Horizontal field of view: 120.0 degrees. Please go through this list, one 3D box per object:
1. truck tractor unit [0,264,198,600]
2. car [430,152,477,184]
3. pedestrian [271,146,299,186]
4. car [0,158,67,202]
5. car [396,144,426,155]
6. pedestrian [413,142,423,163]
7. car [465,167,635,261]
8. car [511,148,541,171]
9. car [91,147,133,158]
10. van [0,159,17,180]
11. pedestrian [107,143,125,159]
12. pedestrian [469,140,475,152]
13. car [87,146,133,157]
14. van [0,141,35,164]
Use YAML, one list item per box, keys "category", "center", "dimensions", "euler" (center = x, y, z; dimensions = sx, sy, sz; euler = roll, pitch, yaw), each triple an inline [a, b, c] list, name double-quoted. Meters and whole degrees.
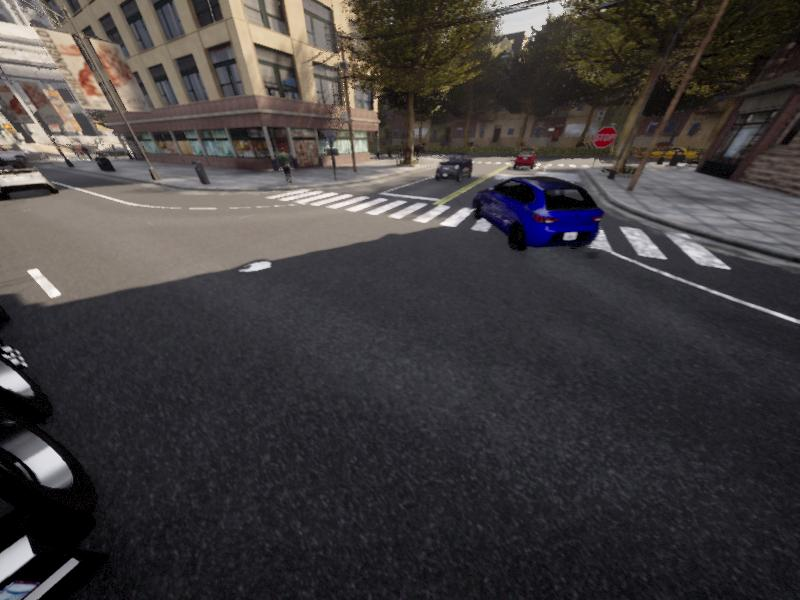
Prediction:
- category: "truck tractor unit"
  center: [-5.118, -0.292, 0.782]
  dimensions: [6.516, 4.208, 3.053]
  euler: [18, 39, 24]
- category: "car"
  center: [3.657, -8.979, 15.543]
  dimensions: [1.845, 1.501, 3.633]
  euler: [17, 38, 23]
- category: "pedestrian"
  center: [-6.337, -7.402, 12.773]
  dimensions: [0.751, 1.860, 0.751]
  euler: [-24, 41, -29]
- category: "car"
  center: [-20.023, -6.333, 11.969]
  dimensions: [4.514, 1.525, 2.007]
  euler: [18, 39, 24]
- category: "car"
  center: [1.856, -26.555, 40.819]
  dimensions: [5.008, 1.535, 1.882]
  euler: [18, 39, 25]
- category: "pedestrian"
  center: [1.993, -16.178, 25.309]
  dimensions: [0.751, 1.860, 0.751]
  euler: [29, 44, 35]
- category: "car"
  center: [3.526, -2.723, 6.598]
  dimensions: [1.816, 1.474, 4.193]
  euler: [-3, 35, -3]
- category: "car"
  center: [11.603, -13.018, 21.252]
  dimensions: [1.789, 1.549, 3.705]
  euler: [17, 38, 23]
- category: "car"
  center: [-50.547, -25.996, 40.666]
  dimensions: [1.994, 1.385, 4.181]
  euler: [18, 39, 25]
- category: "van"
  center: [-31.264, -10.140, 17.147]
  dimensions: [4.442, 1.987, 1.775]
  euler: [18, 39, 24]
- category: "pedestrian"
  center: [-40.896, -21.429, 33.269]
  dimensions: [0.751, 1.860, 0.751]
  euler: [25, 42, 31]
- category: "pedestrian"
  center: [13.757, -29.417, 44.227]
  dimensions: [0.751, 1.860, 0.751]
  euler: [18, 39, 24]
- category: "car"
  center: [-53.234, -27.366, 42.566]
  dimensions: [2.163, 1.488, 4.792]
  euler: [18, 39, 25]
- category: "van"
  center: [-51.071, -17.964, 28.199]
  dimensions: [2.351, 2.431, 6.366]
  euler: [18, 39, 25]
